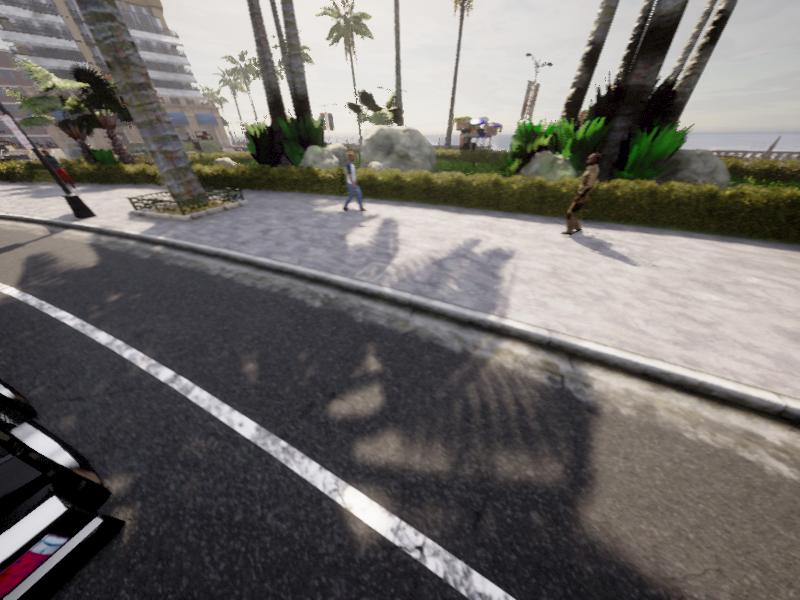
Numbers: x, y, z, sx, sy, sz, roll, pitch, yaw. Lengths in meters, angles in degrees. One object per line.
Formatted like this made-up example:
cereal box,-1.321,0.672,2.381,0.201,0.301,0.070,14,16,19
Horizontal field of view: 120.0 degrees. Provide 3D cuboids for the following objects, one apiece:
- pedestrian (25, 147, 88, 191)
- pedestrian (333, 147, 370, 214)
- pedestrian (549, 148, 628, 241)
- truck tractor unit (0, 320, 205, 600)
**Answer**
pedestrian,-17.208,-6.580,11.642,0.751,1.860,0.751,7,36,11
pedestrian,-1.540,-3.897,7.600,0.751,1.860,0.751,6,36,9
pedestrian,4.315,-2.473,5.491,0.751,1.860,0.751,15,38,21
truck tractor unit,-5.208,-0.188,0.635,6.516,4.208,3.053,14,38,20
